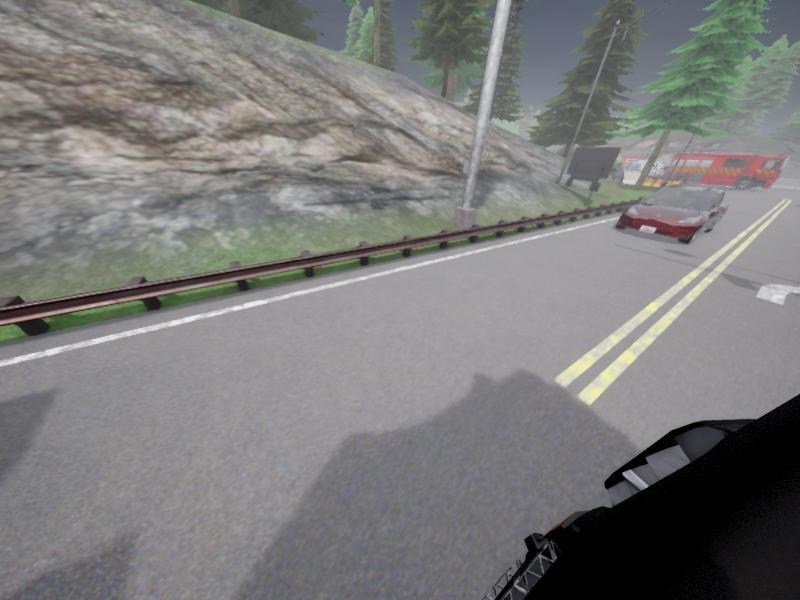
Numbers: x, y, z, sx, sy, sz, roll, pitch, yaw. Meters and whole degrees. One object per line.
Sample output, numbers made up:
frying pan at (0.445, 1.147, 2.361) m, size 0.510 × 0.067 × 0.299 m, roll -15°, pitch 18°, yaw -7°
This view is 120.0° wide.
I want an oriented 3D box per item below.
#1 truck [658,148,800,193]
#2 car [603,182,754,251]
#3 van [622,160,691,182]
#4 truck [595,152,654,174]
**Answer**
truck at (37.307, -15.230, 26.897) m, size 2.891 × 3.827 × 8.468 m, roll -18°, pitch 38°, yaw -28°
car at (9.937, -3.211, 8.254) m, size 4.792 × 1.488 × 2.163 m, roll -17°, pitch 38°, yaw -28°
van at (39.258, -19.980, 35.630) m, size 2.351 × 2.431 × 6.366 m, roll -18°, pitch 38°, yaw -28°
truck at (50.929, -31.511, 52.922) m, size 2.891 × 3.827 × 8.468 m, roll -18°, pitch 38°, yaw -28°
